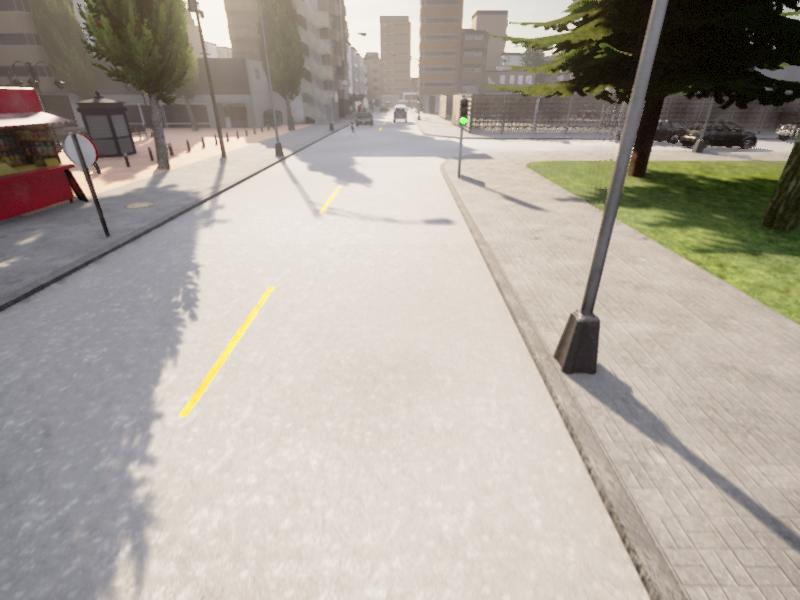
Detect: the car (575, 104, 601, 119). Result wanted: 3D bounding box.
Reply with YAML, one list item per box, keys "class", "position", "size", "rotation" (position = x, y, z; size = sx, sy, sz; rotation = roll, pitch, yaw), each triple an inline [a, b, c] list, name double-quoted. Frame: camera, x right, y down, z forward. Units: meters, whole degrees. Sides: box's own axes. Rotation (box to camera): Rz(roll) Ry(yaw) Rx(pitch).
- class: "car"
  position: [27.828, -27.993, 59.334]
  size: [1.905, 1.878, 3.866]
  rotation: [0, 27, 0]

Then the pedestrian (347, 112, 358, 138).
- class: "pedestrian"
  position: [-3.832, -14.143, 32.343]
  size: [0.751, 1.860, 0.751]
  rotation: [-1, 27, -1]

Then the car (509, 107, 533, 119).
- class: "car"
  position: [18.035, -28.047, 59.970]
  size: [2.033, 1.415, 5.357]
  rotation: [0, 27, 0]

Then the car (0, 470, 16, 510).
- class: "car"
  position: [-4.322, 2.115, 0.867]
  size: [2.038, 1.542, 4.974]
  rotation: [0, 27, 0]

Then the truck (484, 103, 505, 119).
- class: "truck"
  position: [14.076, -28.411, 60.003]
  size: [2.069, 2.038, 4.478]
  rotation: [0, 27, 0]

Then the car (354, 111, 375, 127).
- class: "car"
  position: [-3.970, -20.497, 45.226]
  size: [2.007, 1.525, 4.514]
  rotation: [0, 27, 0]

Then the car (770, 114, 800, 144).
- class: "car"
  position: [30.070, -12.336, 28.771]
  size: [4.605, 1.855, 1.932]
  rotation: [0, 27, -1]

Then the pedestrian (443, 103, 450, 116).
- class: "pedestrian"
  position: [7.575, -30.928, 65.015]
  size: [0.751, 1.860, 0.751]
  rotation: [-9, 28, -16]

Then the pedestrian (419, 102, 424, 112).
- class: "pedestrian"
  position: [4.326, -38.532, 79.915]
  size: [0.751, 1.860, 0.751]
  rotation: [-2, 27, -3]

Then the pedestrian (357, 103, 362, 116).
- class: "pedestrian"
  position: [-6.668, -31.324, 65.817]
  size: [0.751, 1.860, 0.751]
  rotation: [-1, 27, -2]

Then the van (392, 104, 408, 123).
- class: "van"
  position: [0.051, -24.439, 52.386]
  size: [2.069, 2.038, 4.480]
  rotation: [0, 27, 1]

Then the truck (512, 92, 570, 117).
- class: "truck"
  position: [24.127, -33.591, 68.801]
  size: [8.468, 3.827, 2.891]
  rotation: [0, 27, 0]

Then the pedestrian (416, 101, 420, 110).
- class: "pedestrian"
  position: [4.019, -44.228, 91.107]
  size: [0.751, 1.860, 0.751]
  rotation: [3, 27, 7]

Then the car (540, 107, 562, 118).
- class: "car"
  position: [22.718, -28.277, 60.275]
  size: [1.845, 1.501, 3.633]
  rotation: [0, 27, 0]

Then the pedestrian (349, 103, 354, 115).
- class: "pedestrian"
  position: [-8.245, -32.235, 67.607]
  size: [0.751, 1.860, 0.751]
  rotation: [-2, 27, -3]

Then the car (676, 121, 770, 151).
- class: "car"
  position: [20.301, -10.425, 25.337]
  size: [3.988, 1.617, 1.851]
  rotation: [0, 27, 1]

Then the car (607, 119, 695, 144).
- class: "car"
  position: [18.056, -12.216, 28.976]
  size: [4.892, 1.490, 1.837]
  rotation: [0, 27, 0]

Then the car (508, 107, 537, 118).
- class: "car"
  position: [18.261, -28.038, 59.793]
  size: [3.705, 1.547, 1.789]
  rotation: [0, 27, 0]

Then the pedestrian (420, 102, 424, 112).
- class: "pedestrian"
  position: [4.579, -40.075, 82.942]
  size: [0.751, 1.860, 0.751]
  rotation: [2, 27, 4]
